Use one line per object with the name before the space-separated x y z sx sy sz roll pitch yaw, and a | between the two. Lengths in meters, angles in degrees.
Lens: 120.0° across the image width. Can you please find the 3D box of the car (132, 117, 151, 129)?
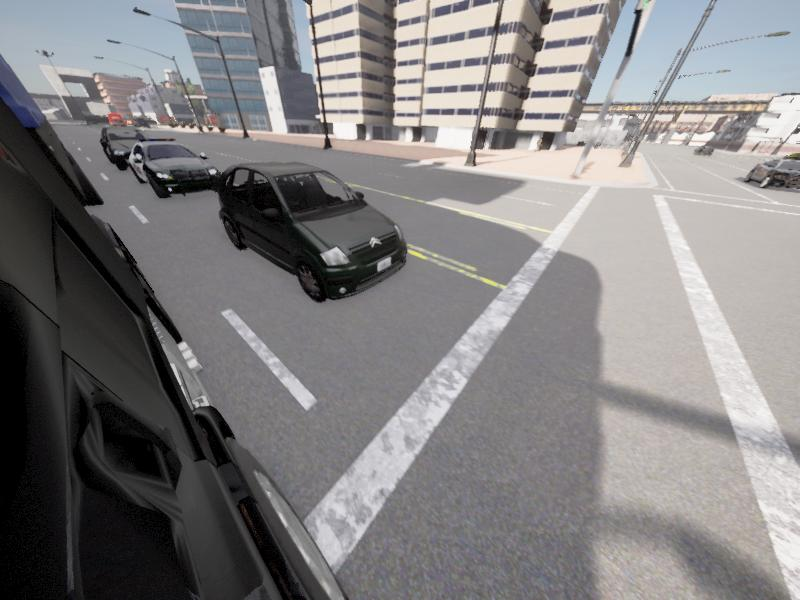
car | -57.472 -39.392 51.430 3.866 1.878 1.905 31 45 33

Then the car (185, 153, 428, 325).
car | -1.752 -1.519 4.231 3.988 1.617 1.851 27 43 29

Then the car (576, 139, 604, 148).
car | 48.780 -40.264 59.368 5.238 1.638 1.930 26 43 29

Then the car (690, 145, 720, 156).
car | 59.098 -29.054 44.913 2.128 1.511 4.902 24 42 26

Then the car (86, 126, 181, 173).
car | -14.003 -8.018 12.151 4.611 1.667 2.242 28 44 30

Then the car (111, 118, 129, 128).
car | -60.257 -38.024 49.711 3.988 1.617 1.851 31 45 33

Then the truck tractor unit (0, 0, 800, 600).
truck tractor unit | -2.645 -0.295 0.351 6.516 4.208 3.053 28 44 30

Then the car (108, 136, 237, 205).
car | -8.504 -5.036 8.603 4.974 1.542 2.038 28 44 30

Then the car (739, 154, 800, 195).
car | 23.692 -7.784 14.127 1.930 1.638 5.238 28 43 30

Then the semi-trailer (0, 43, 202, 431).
semi-trailer | -8.701 -3.593 4.239 14.254 4.402 2.717 28 44 30

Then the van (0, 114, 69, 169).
van | -19.031 -8.085 11.675 4.442 1.987 1.775 28 43 30

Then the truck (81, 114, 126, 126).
truck | -74.073 -45.075 57.856 2.390 2.098 6.274 21 41 23
